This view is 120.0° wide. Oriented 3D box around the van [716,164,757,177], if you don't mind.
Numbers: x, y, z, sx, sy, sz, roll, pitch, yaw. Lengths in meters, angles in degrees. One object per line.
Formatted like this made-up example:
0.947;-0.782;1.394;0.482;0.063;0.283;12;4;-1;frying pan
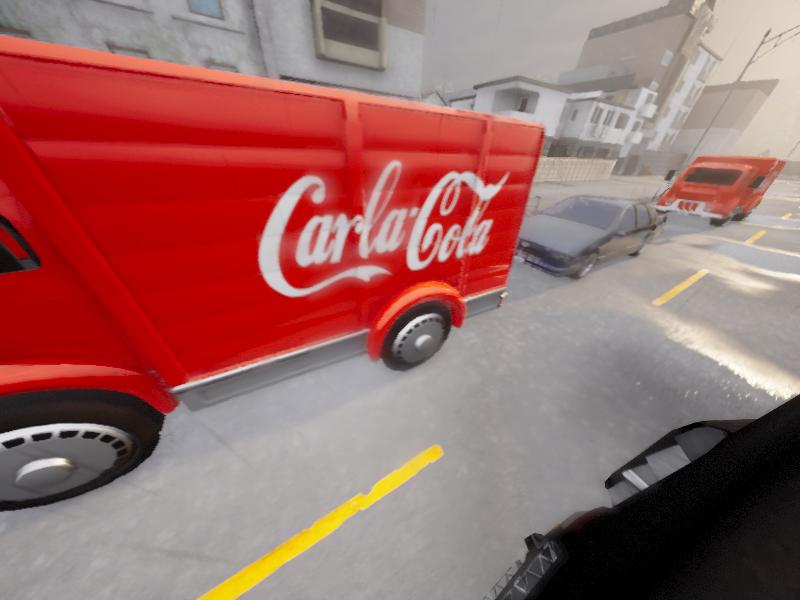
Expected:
72.591;-27.991;49.962;1.775;1.987;4.442;-16;38;-26;van

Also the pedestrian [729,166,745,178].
60.370;-22.998;41.400;0.751;1.860;0.751;-24;42;-34;pedestrian

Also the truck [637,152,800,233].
13.798;-4.839;10.102;5.204;2.467;2.627;-15;38;-26;truck

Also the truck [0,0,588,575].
-1.395;-0.515;2.399;5.204;2.467;2.627;-16;38;-26;truck

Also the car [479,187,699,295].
4.832;-1.848;5.866;5.357;1.411;2.033;-16;38;-26;car
